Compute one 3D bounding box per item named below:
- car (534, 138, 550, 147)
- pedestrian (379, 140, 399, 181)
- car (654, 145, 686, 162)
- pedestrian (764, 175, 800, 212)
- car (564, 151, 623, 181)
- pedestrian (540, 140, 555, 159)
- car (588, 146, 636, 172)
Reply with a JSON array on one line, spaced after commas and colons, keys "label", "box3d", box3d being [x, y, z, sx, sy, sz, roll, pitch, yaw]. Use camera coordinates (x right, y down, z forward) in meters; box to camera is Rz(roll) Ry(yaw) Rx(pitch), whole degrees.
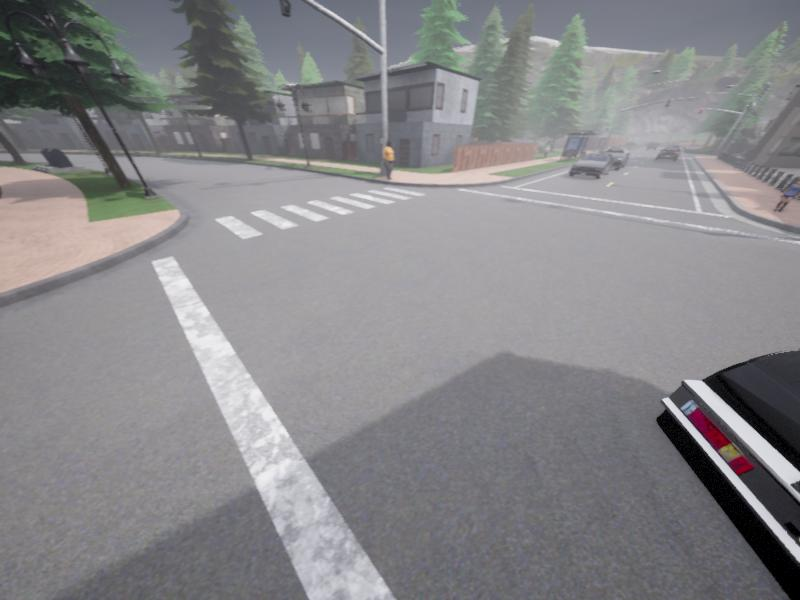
[{"label": "car", "box3d": [37.340, -41.358, 60.709, 1.932, 1.855, 4.605, 29, 44, 34]}, {"label": "pedestrian", "box3d": [-0.589, -7.667, 12.722, 0.751, 1.860, 0.751, -25, 43, -31]}, {"label": "car", "box3d": [34.020, -18.506, 29.138, 2.038, 1.542, 4.974, 30, 45, 35]}, {"label": "pedestrian", "box3d": [13.844, -3.749, 8.153, 0.500, 1.100, 0.500, -14, 38, -19]}, {"label": "car", "box3d": [14.016, -9.744, 16.621, 2.033, 1.411, 5.357, 30, 45, 35]}, {"label": "pedestrian", "box3d": [16.987, -17.337, 26.622, 0.751, 1.860, 0.751, 27, 43, 32]}, {"label": "car", "box3d": [19.124, -12.798, 20.796, 2.152, 1.651, 5.027, 30, 45, 35]}]
